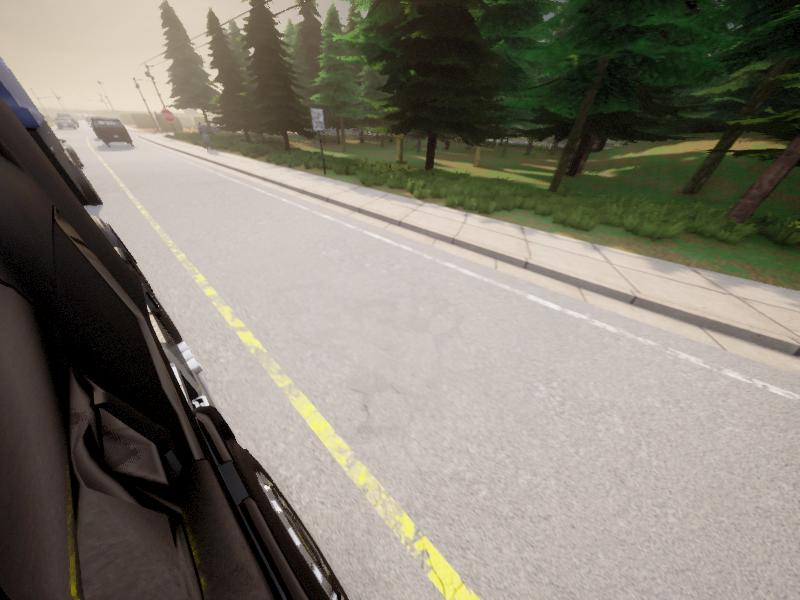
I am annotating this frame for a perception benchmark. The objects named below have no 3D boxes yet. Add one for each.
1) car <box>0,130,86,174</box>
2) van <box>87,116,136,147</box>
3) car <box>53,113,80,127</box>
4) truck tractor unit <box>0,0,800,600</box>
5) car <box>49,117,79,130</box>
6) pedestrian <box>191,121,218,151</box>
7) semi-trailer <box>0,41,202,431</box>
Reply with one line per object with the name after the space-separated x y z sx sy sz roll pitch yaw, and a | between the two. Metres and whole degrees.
-17.391 -7.296 11.222 4.181 1.385 1.994 29 44 31 | car
-25.301 -14.778 20.246 4.442 1.987 1.775 30 44 32 | van
-64.544 -34.877 44.749 5.566 2.045 2.150 31 45 31 | car
-2.645 -0.295 0.351 6.516 4.208 3.053 28 44 30 | truck tractor unit
-53.655 -28.263 37.002 4.902 1.511 2.128 30 45 32 | car
-15.061 -12.636 17.828 0.751 1.860 0.751 22 41 24 | pedestrian
-8.710 -3.589 4.227 14.254 4.402 2.717 28 43 30 | semi-trailer
